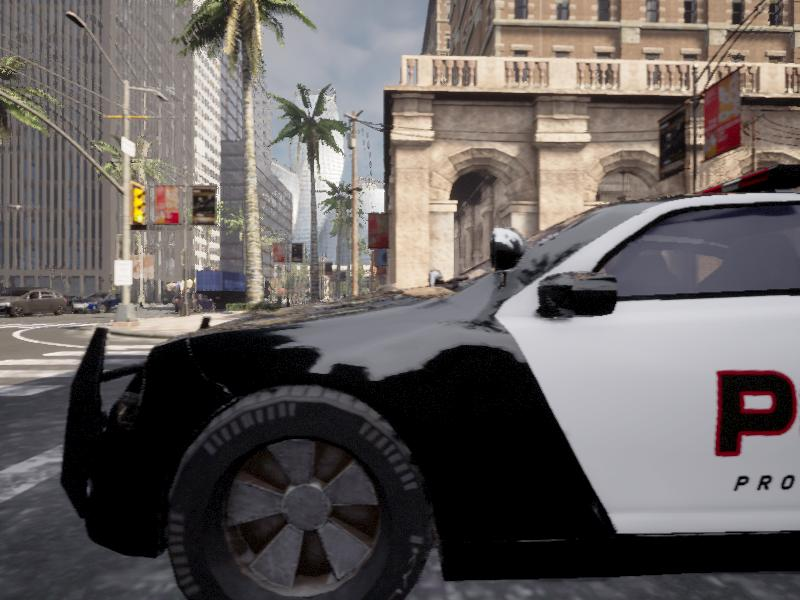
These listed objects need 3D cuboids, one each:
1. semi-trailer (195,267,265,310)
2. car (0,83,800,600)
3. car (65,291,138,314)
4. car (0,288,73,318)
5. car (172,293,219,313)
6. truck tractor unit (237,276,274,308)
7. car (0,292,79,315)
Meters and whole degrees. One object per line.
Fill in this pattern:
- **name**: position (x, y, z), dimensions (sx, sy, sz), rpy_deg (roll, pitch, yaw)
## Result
- **semi-trailer**: position (-19.738, -1.200, 47.957), dimensions (2.717, 4.402, 14.254), rpy_deg (0, 0, -2)
- **car**: position (1.164, 0.228, 2.082), dimensions (4.974, 1.542, 2.038), rpy_deg (0, 0, -2)
- **car**: position (-22.837, 0.193, 30.899), dimensions (2.033, 1.649, 4.856), rpy_deg (0, 0, -1)
- **car**: position (-22.661, 0.169, 24.066), dimensions (2.242, 1.667, 4.611), rpy_deg (0, 0, -2)
- **car**: position (-15.826, 0.240, 31.149), dimensions (1.845, 1.501, 3.633), rpy_deg (0, 0, -2)
- **truck tractor unit**: position (-20.014, -1.101, 55.870), dimensions (3.053, 4.208, 6.516), rpy_deg (0, 0, -2)
- **car**: position (-26.292, 0.241, 29.063), dimensions (2.038, 1.542, 4.974), rpy_deg (0, 0, -2)
